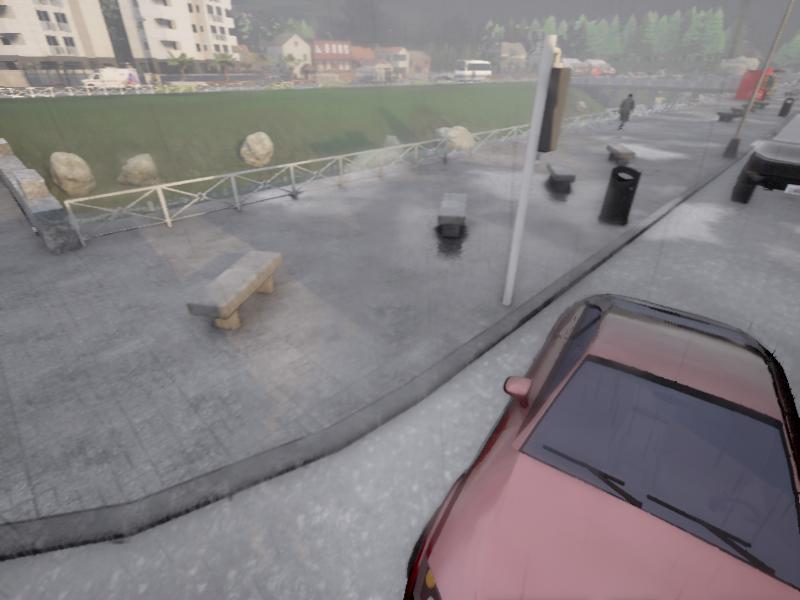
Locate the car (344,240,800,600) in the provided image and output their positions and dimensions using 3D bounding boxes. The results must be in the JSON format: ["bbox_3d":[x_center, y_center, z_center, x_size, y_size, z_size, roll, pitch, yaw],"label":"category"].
[{"bbox_3d":[1.763,1.056,2.906,1.994,1.385,4.181,20,35,28],"label":"car"}]

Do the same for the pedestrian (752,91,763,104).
[{"bbox_3d":[35.658,-20.225,39.885,0.500,1.100,0.500,22,37,32],"label":"pedestrian"}]

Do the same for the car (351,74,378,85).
[{"bbox_3d":[-6.657,-41.872,75.861,2.033,1.649,4.856,27,39,37],"label":"car"}]

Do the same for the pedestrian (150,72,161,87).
[{"bbox_3d":[-35.274,-31.822,57.715,0.751,1.860,0.751,-21,37,-32],"label":"pedestrian"}]

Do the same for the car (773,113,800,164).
[{"bbox_3d":[16.892,-6.504,15.932,2.128,1.511,4.902,27,39,37],"label":"car"}]

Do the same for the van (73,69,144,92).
[{"bbox_3d":[-36.126,-27.425,49.875,2.351,2.431,6.366,27,39,37],"label":"van"}]

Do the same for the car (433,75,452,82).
[{"bbox_3d":[9.557,-49.896,90.115,1.994,1.385,4.181,27,39,37],"label":"car"}]

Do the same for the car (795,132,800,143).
[{"bbox_3d":[21.815,-9.004,20.223,1.801,1.575,5.366,27,39,37],"label":"car"}]

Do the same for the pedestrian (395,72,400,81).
[{"bbox_3d":[-0.471,-48.837,87.411,0.751,1.860,0.751,-26,39,-37],"label":"pedestrian"}]

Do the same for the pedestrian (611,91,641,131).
[{"bbox_3d":[12.200,-10.218,21.628,0.751,1.860,0.751,-26,40,-37],"label":"pedestrian"}]

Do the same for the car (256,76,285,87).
[{"bbox_3d":[-20.597,-34.805,63.704,1.970,1.475,3.806,27,39,37],"label":"car"}]

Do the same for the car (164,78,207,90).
[{"bbox_3d":[-29.810,-30.106,55.689,1.895,1.301,4.718,27,39,37],"label":"car"}]

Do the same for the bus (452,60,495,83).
[{"bbox_3d":[16.694,-51.927,90.869,3.944,4.253,10.273,27,39,37],"label":"bus"}]

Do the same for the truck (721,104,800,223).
[{"bbox_3d":[11.166,-3.881,10.767,2.390,2.098,6.274,27,39,37],"label":"truck"}]
